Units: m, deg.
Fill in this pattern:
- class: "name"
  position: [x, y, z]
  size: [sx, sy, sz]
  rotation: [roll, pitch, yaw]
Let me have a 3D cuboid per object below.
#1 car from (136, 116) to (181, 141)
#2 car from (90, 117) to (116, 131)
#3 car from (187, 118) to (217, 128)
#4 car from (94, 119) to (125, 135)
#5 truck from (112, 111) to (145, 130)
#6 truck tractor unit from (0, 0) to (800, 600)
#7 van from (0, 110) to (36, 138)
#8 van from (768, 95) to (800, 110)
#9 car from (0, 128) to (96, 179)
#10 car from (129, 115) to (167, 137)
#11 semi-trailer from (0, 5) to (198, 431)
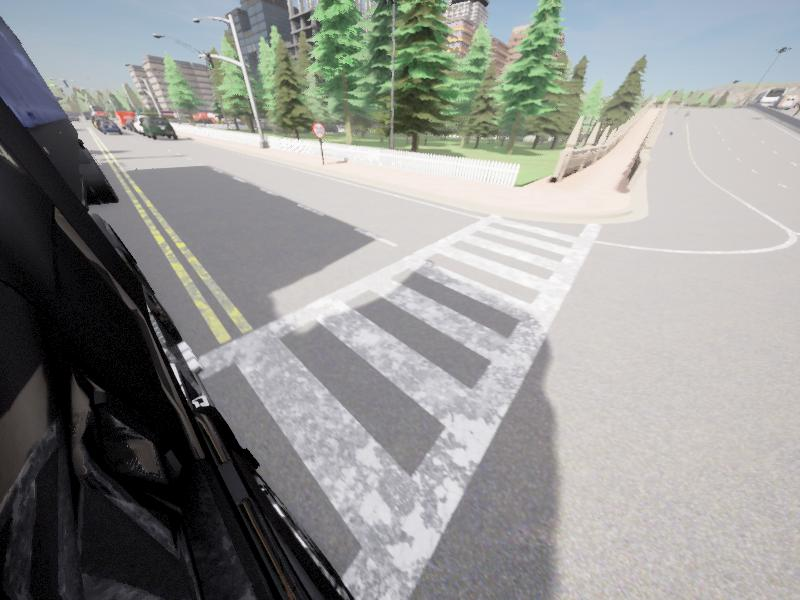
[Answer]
- class: "car"
  position: [-27.391, -19.452, 26.181]
  size: [5.566, 2.045, 2.150]
  rotation: [30, 45, 31]
- class: "car"
  position: [-46.638, -27.635, 36.268]
  size: [5.366, 1.575, 1.801]
  rotation: [30, 45, 32]
- class: "car"
  position: [-53.531, -47.944, 62.584]
  size: [2.150, 2.045, 5.566]
  rotation: [29, 44, 31]
- class: "car"
  position: [-36.863, -21.922, 29.283]
  size: [3.705, 1.549, 1.789]
  rotation: [30, 45, 32]
- class: "truck"
  position: [-47.564, -31.393, 40.488]
  size: [5.204, 2.467, 2.627]
  rotation: [30, 45, 32]
- class: "truck tractor unit"
  position: [-2.645, -0.295, 0.352]
  size: [6.516, 4.208, 3.053]
  rotation: [28, 44, 30]
- class: "van"
  position: [-37.883, -17.014, 22.249]
  size: [4.480, 2.038, 2.069]
  rotation: [30, 45, 32]
- class: "van"
  position: [88.234, -45.305, 52.994]
  size: [2.351, 2.431, 6.366]
  rotation: [29, 49, 31]
- class: "car"
  position: [-15.457, -6.533, 10.158]
  size: [3.806, 1.475, 1.970]
  rotation: [30, 45, 32]
- class: "car"
  position: [-32.760, -22.580, 30.018]
  size: [5.566, 2.045, 2.150]
  rotation: [30, 45, 32]
- class: "semi-trailer"
  position: [-8.521, -3.722, 4.392]
  size: [14.254, 4.402, 2.717]
  rotation: [30, 45, 32]
